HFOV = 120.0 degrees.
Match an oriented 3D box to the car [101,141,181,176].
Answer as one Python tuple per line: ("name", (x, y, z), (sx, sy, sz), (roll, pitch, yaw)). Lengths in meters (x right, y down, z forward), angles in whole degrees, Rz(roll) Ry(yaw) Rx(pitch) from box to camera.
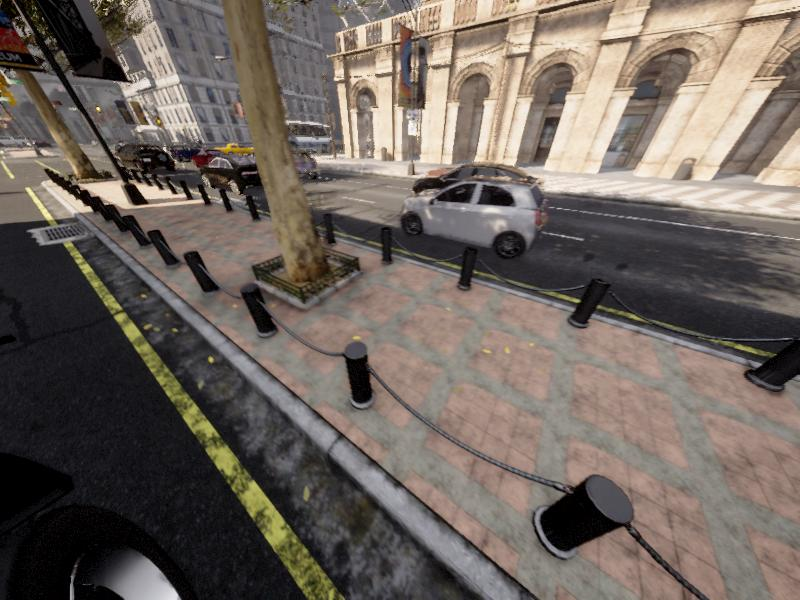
("car", (-18.867, -10.426, 16.899), (4.605, 1.855, 1.932), (17, 38, 21))

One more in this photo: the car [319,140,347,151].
("car", (-12.973, -30.030, 44.944), (2.242, 1.667, 4.611), (22, 40, 27))

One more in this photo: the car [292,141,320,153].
("car", (-16.502, -27.046, 40.734), (1.851, 1.617, 3.988), (22, 40, 27))

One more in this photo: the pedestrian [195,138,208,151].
("pedestrian", (-32.881, -25.732, 38.191), (0.751, 1.860, 0.751), (17, 38, 22))

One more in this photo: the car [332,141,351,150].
("car", (-12.663, -33.771, 50.377), (1.845, 1.501, 3.633), (22, 41, 28))

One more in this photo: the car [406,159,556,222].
("car", (2.784, -4.362, 8.823), (4.892, 1.490, 1.837), (21, 40, 28))

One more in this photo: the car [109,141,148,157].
("car", (-35.768, -19.918, 30.410), (5.238, 1.638, 1.930), (22, 41, 27))

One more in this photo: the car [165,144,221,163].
("car", (-21.671, -15.521, 24.382), (1.789, 1.549, 3.705), (22, 41, 27))

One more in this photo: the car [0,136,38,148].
("car", (-83.455, -34.063, 49.689), (2.150, 2.045, 5.566), (22, 41, 28))

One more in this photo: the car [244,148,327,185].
("car", (-7.112, -8.396, 14.339), (4.856, 1.649, 2.033), (21, 40, 28))

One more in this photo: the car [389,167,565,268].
("car", (1.748, -2.340, 5.920), (3.633, 1.501, 1.845), (22, 41, 27))

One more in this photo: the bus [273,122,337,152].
("bus", (-17.419, -30.798, 43.753), (3.944, 4.253, 10.273), (22, 40, 27))

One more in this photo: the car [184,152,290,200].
("car", (-8.088, -6.287, 11.442), (4.902, 1.511, 2.128), (22, 40, 28))

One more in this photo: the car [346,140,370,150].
("car", (-8.925, -33.364, 49.739), (1.930, 1.638, 5.238), (22, 41, 28))

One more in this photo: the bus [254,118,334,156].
("bus", (-15.795, -25.259, 35.910), (3.944, 4.253, 10.273), (22, 40, 27))

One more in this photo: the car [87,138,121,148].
("car", (-68.104, -36.264, 53.319), (2.152, 1.651, 5.027), (-7, 36, -10))

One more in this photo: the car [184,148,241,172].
("car", (-15.531, -11.670, 19.134), (4.181, 1.385, 1.994), (22, 41, 28))

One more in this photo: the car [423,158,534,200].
("car", (3.744, -6.170, 11.566), (4.718, 1.301, 1.895), (22, 40, 27))

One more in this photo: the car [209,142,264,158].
("car", (-21.160, -19.667, 30.245), (1.801, 1.575, 5.366), (24, 42, 30))

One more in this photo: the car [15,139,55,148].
("car", (-76.011, -32.593, 48.092), (4.974, 1.542, 2.038), (5, 35, 6))
